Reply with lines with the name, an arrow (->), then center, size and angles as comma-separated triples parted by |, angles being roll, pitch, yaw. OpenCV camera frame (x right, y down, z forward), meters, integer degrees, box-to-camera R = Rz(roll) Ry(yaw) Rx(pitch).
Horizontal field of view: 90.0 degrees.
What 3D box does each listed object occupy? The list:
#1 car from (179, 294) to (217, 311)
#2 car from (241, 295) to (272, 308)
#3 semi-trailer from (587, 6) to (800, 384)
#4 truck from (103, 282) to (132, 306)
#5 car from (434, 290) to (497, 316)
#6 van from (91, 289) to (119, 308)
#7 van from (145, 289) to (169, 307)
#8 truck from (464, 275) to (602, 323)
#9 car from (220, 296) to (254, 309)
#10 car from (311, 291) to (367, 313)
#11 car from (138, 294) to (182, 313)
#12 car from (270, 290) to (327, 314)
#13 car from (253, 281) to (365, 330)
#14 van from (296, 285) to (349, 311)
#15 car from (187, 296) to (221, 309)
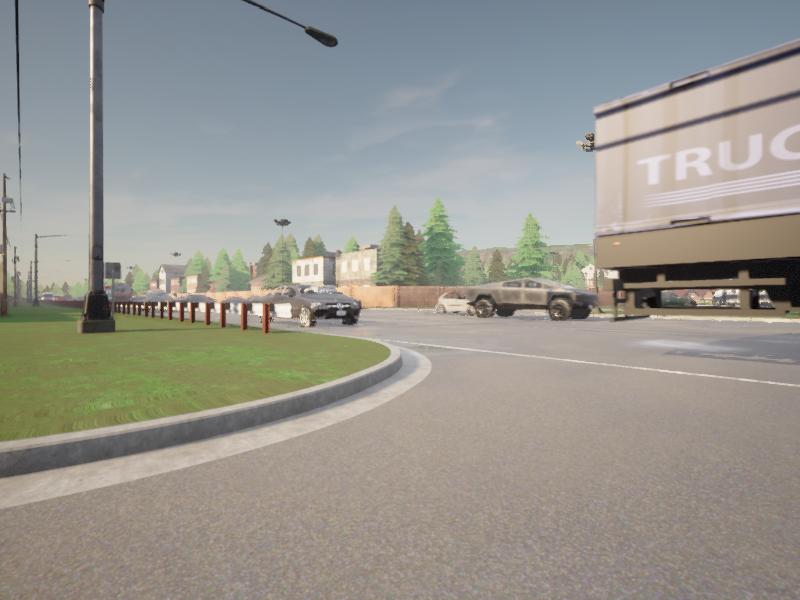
car -> -18.727, 0.245, 36.943 | 1.837, 1.490, 4.892 | 0, 0, -43
car -> -18.770, 0.171, 52.276 | 1.930, 1.638, 5.238 | 0, 0, -43
semi-trailer -> 8.948, -1.218, 2.245 | 2.717, 4.402, 14.254 | 0, 0, -45
truck -> -48.146, -0.923, 68.073 | 2.891, 3.827, 8.468 | 0, 0, -43
car -> 4.473, 0.188, 27.673 | 1.851, 1.617, 3.988 | 0, 0, -43
van -> -40.520, -0.224, 54.910 | 2.351, 2.431, 6.366 | 0, 0, -43
van -> -37.982, -0.298, 62.414 | 1.988, 2.561, 5.915 | 0, 0, -43
truck -> 6.526, -0.059, 20.403 | 2.390, 2.098, 6.274 | 0, 0, -43
car -> -19.685, 0.295, 48.147 | 2.033, 1.411, 5.357 | 0, 0, -43
car -> -5.065, 0.171, 32.675 | 1.930, 1.638, 5.238 | 0, 0, -43
car -> -19.865, 0.252, 33.049 | 2.163, 1.488, 4.792 | 0, 0, -43
car -> -7.834, 0.156, 30.508 | 2.242, 1.667, 4.611 | 0, 0, -43
car -> -3.806, 0.181, 16.053 | 2.152, 1.651, 5.027 | 0, 0, -43
van -> -8.027, -0.222, 40.902 | 2.351, 2.431, 6.366 | 0, 0, -43
car -> -22.629, 0.295, 46.166 | 2.033, 1.411, 5.357 | 0, 0, -43
